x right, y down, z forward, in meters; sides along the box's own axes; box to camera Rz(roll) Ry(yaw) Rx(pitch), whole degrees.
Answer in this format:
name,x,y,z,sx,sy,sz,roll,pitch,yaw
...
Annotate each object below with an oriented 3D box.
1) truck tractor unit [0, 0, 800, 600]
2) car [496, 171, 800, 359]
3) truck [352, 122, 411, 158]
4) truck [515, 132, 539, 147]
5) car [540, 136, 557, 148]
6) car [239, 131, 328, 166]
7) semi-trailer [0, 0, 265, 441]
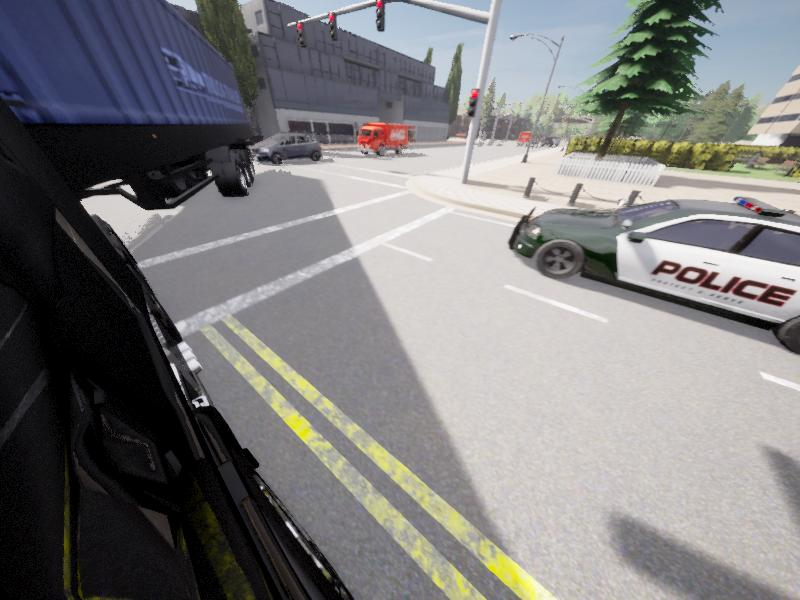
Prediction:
name,x,y,z,sx,sy,sz,roll,pitch,yaw
truck tractor unit,-2.645,-0.295,0.351,6.516,4.208,3.053,28,44,30
car,4.631,-0.892,3.869,4.974,1.542,2.038,26,42,28
truck,-1.618,-15.271,21.970,2.627,2.467,5.204,25,43,27
truck,26.740,-33.767,48.569,2.627,2.467,5.204,25,42,27
car,32.243,-34.306,50.121,1.905,1.878,3.866,25,42,27
car,-7.585,-10.278,15.579,2.242,1.667,4.611,25,42,27
semi-trailer,-6.199,-4.582,5.703,2.717,4.402,14.254,-11,39,-17
